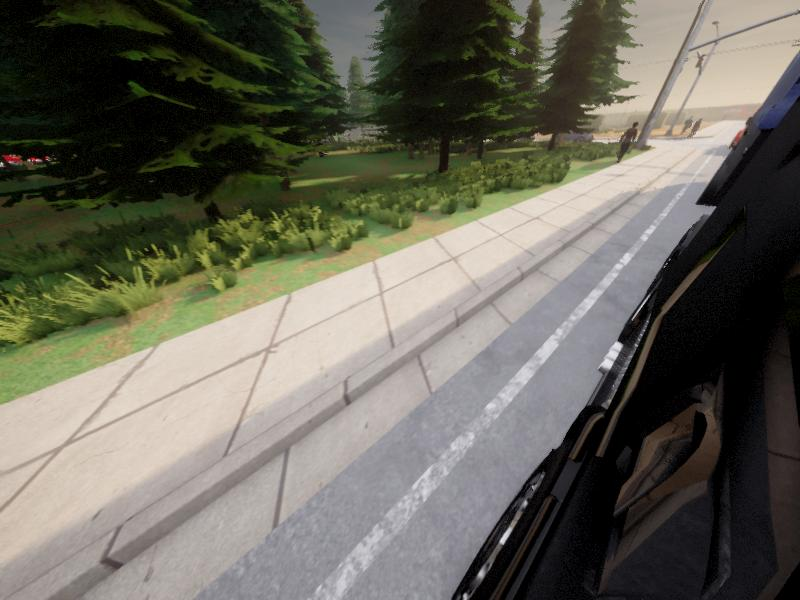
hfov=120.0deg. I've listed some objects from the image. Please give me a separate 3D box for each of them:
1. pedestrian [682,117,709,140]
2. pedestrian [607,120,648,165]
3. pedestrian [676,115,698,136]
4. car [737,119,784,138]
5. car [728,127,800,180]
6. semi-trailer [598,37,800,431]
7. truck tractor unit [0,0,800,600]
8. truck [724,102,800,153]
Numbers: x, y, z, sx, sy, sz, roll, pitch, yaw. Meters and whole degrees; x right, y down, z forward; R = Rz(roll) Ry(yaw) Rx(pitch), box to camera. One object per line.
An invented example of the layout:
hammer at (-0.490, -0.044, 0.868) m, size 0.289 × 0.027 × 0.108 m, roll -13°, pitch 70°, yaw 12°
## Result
pedestrian at (30.716, -17.857, 24.053) m, size 0.751 × 1.860 × 0.751 m, roll -1°, pitch 37°, yaw 2°
pedestrian at (11.835, -8.204, 12.066) m, size 0.751 × 1.860 × 0.751 m, roll -29°, pitch 44°, yaw -30°
pedestrian at (33.290, -20.269, 26.850) m, size 0.751 × 1.860 × 0.751 m, roll 18°, pitch 41°, yaw 25°
car at (36.695, -17.561, 23.668) m, size 4.181 × 1.385 × 1.994 m, roll -30°, pitch 44°, yaw -32°
car at (16.724, -6.431, 9.929) m, size 4.902 × 1.511 × 2.128 m, roll -25°, pitch 42°, yaw -27°
semi-trailer at (8.690, -3.609, 4.239) m, size 14.254 × 4.402 × 2.717 m, roll -28°, pitch 43°, yaw -30°
truck tractor unit at (2.645, -0.295, 0.351) m, size 6.516 × 4.208 × 3.053 m, roll -28°, pitch 44°, yaw -30°
truck at (24.900, -11.587, 15.518) m, size 5.204 × 2.467 × 2.627 m, roll -28°, pitch 43°, yaw -30°
